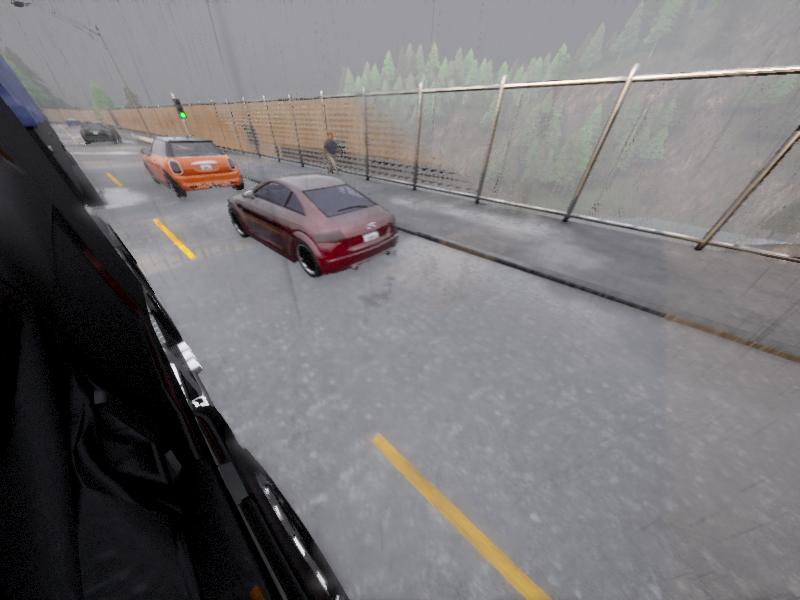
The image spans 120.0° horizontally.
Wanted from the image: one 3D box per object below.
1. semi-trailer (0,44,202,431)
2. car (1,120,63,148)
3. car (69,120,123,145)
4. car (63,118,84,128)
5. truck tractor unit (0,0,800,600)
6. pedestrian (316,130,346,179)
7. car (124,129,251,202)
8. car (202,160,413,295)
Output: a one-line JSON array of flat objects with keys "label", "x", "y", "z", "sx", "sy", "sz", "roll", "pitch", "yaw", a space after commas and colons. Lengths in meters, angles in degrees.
[{"label": "semi-trailer", "x": -8.705, "y": -3.579, "z": 4.252, "sx": 14.254, "sy": 4.402, "sz": 2.717, "roll": 28, "pitch": 44, "yaw": 30}, {"label": "car", "x": -29.615, "y": -13.510, "z": 18.747, "sx": 5.238, "sy": 1.638, "sz": 1.930, "roll": 28, "pitch": 44, "yaw": 30}, {"label": "car", "x": -28.526, "y": -15.910, "z": 21.897, "sx": 2.097, "sy": 1.767, "sz": 4.553, "roll": -25, "pitch": 45, "yaw": -32}, {"label": "car", "x": -68.673, "y": -37.255, "z": 48.530, "sx": 5.008, "sy": 1.535, "sz": 1.882, "roll": 28, "pitch": 44, "yaw": 30}, {"label": "truck tractor unit", "x": -2.645, "y": -0.295, "z": 0.351, "sx": 6.516, "sy": 4.208, "sz": 3.053, "roll": 28, "pitch": 44, "yaw": 30}, {"label": "pedestrian", "x": -3.150, "y": -6.707, "z": 10.682, "sx": 0.751, "sy": 1.860, "sz": 0.751, "roll": 26, "pitch": 43, "yaw": 28}, {"label": "car", "x": -8.011, "y": -5.237, "z": 8.712, "sx": 4.553, "sy": 1.767, "sz": 2.097, "roll": 28, "pitch": 44, "yaw": 30}, {"label": "car", "x": -2.026, "y": -1.922, "z": 4.953, "sx": 4.181, "sy": 1.385, "sz": 1.994, "roll": 28, "pitch": 44, "yaw": 30}]
